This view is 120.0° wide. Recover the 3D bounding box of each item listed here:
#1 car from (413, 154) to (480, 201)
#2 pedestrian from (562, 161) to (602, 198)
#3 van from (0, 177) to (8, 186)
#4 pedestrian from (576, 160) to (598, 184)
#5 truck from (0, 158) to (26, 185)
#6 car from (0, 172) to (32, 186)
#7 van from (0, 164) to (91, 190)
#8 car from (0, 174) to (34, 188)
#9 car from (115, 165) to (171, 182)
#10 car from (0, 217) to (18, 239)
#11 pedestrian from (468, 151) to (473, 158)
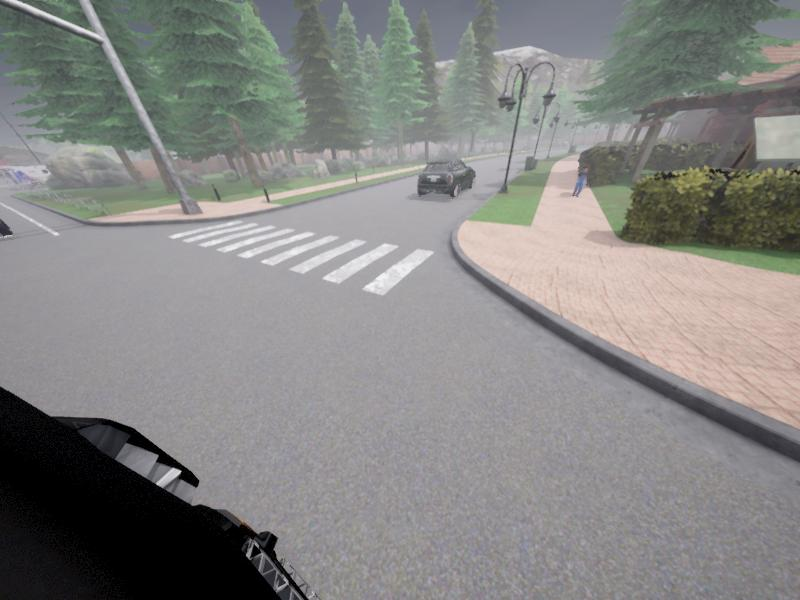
[{"bbox_3d":[2.745,-7.050,13.034,2.097,1.767,4.553,16,38,26],"label":"car"},{"bbox_3d":[7.639,-5.077,9.787,0.751,1.300,0.751,4,34,11],"label":"pedestrian"},{"bbox_3d":[-65.595,-18.502,35.786,1.775,1.987,4.442,15,38,26],"label":"van"},{"bbox_3d":[10.196,-6.993,12.644,0.500,1.100,0.500,8,35,16],"label":"pedestrian"},{"bbox_3d":[-71.547,-21.131,38.566,2.891,3.827,8.468,15,38,26],"label":"truck"},{"bbox_3d":[-67.392,-20.458,39.188,2.033,1.649,4.856,15,38,26],"label":"car"},{"bbox_3d":[-48.019,-16.903,31.536,2.351,2.431,6.366,15,38,26],"label":"van"},{"bbox_3d":[-61.301,-18.675,36.233,1.970,1.475,3.806,15,38,26],"label":"car"},{"bbox_3d":[-38.041,-18.837,34.359,2.152,1.651,5.027,15,38,26],"label":"car"},{"bbox_3d":[-17.236,-3.113,8.835,4.181,1.385,1.994,16,38,26],"label":"car"},{"bbox_3d":[11.866,-24.501,38.894,0.500,1.100,0.500,18,39,28],"label":"pedestrian"}]
